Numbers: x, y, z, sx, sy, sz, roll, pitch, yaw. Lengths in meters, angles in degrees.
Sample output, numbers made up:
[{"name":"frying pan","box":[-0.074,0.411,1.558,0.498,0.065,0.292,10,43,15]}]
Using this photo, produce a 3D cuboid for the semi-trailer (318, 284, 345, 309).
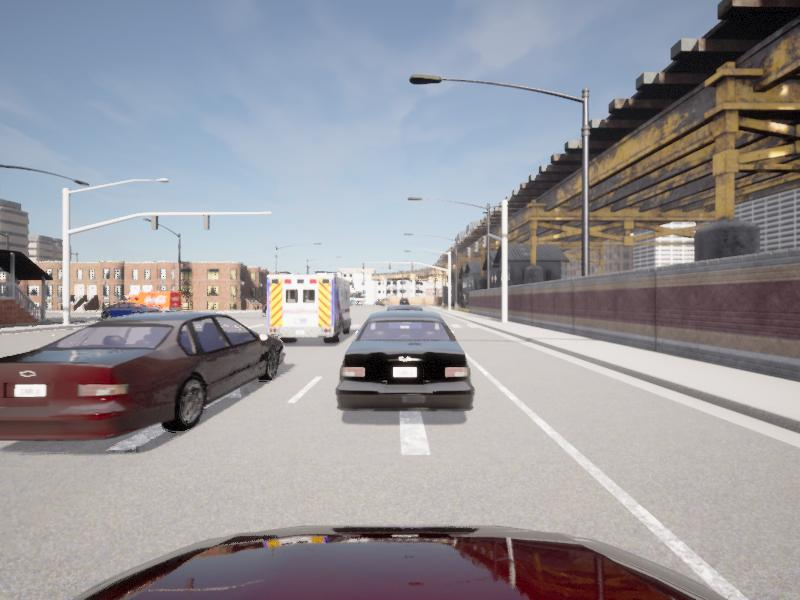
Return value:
[{"name":"semi-trailer","box":[-13.094,-0.615,77.961,2.717,4.402,14.254,0,0,0]}]

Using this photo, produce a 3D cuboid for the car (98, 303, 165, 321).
[{"name":"car","box":[-21.465,0.908,32.078,4.181,1.385,1.994,0,0,6]}]

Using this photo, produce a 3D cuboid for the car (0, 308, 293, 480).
[{"name":"car","box":[-3.425,0.895,6.248,2.033,1.411,5.357,0,0,1]}]

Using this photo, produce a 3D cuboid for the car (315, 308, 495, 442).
[{"name":"car","box":[0.088,0.895,7.195,2.033,1.411,5.357,0,0,1]}]

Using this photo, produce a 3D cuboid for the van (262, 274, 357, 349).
[{"name":"van","box":[-3.303,0.378,16.290,2.351,2.431,6.366,0,0,1]}]

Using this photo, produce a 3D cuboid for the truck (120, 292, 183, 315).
[{"name":"truck","box":[-26.569,0.356,42.942,5.204,2.467,2.627,0,0,2]}]

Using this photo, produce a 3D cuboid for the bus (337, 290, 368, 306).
[{"name":"bus","box":[-13.007,-0.532,108.229,3.944,4.253,10.273,1,-1,-35]}]

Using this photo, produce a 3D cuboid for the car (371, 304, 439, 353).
[{"name":"car","box":[0.178,0.895,14.747,2.033,1.411,5.357,0,0,1]}]
